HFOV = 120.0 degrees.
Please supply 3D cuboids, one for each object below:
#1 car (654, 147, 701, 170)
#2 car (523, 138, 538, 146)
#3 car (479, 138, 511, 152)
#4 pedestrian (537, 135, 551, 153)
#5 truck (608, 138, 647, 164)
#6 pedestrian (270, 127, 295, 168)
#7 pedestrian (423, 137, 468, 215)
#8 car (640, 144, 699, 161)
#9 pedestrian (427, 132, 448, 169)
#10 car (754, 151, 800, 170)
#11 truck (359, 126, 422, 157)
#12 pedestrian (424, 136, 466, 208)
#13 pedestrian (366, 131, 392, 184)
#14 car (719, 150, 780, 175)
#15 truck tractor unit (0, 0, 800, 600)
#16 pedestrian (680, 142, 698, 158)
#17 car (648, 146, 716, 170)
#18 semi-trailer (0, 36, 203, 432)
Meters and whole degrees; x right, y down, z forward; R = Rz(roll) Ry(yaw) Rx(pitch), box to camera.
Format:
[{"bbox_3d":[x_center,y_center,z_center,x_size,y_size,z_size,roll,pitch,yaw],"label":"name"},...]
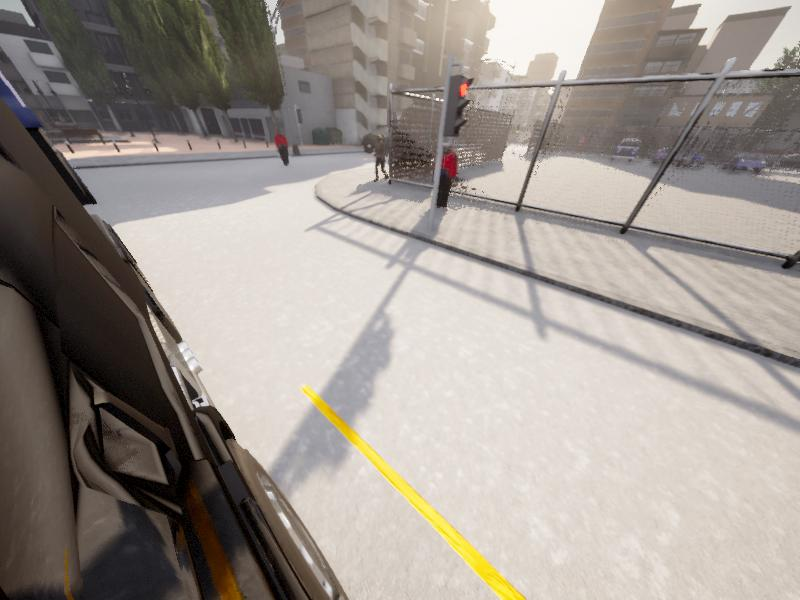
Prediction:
[{"bbox_3d":[26.822,-13.869,22.513,2.033,1.415,5.357,27,43,29],"label":"car"},{"bbox_3d":[31.066,-37.675,54.926,1.970,1.475,3.806,27,43,29],"label":"car"},{"bbox_3d":[12.965,-21.016,31.256,2.033,1.411,5.357,27,43,29],"label":"car"},{"bbox_3d":[18.729,-20.271,30.035,0.751,1.860,0.751,-27,46,-33],"label":"pedestrian"},{"bbox_3d":[23.853,-15.778,24.343,2.069,2.038,4.478,27,43,29],"label":"truck"},{"bbox_3d":[-6.603,-8.552,13.008,0.751,1.860,0.751,-16,41,-23],"label":"pedestrian"},{"bbox_3d":[1.269,-3.592,6.731,0.751,1.860,0.751,27,43,29],"label":"pedestrian"},{"bbox_3d":[36.467,-20.113,31.461,4.902,1.511,2.128,26,43,28],"label":"car"},{"bbox_3d":[2.308,-9.330,14.425,0.751,1.860,0.751,30,45,31],"label":"pedestrian"},{"bbox_3d":[44.926,-15.745,26.211,4.892,1.490,1.837,26,43,28],"label":"car"},{"bbox_3d":[-0.752,-15.289,22.181,2.390,2.098,6.274,27,43,29],"label":"truck"},{"bbox_3d":[1.388,-4.026,7.315,0.751,1.860,0.751,28,44,30],"label":"pedestrian"},{"bbox_3d":[-0.877,-6.157,10.004,0.751,1.860,0.751,22,41,24],"label":"pedestrian"},{"bbox_3d":[30.726,-12.229,20.480,1.845,1.501,3.633,27,43,29],"label":"car"},{"bbox_3d":[-2.645,-0.295,0.351,6.516,4.208,3.053,28,44,30],"label":"truck tractor unit"},{"bbox_3d":[42.206,-21.929,33.738,0.751,1.860,0.751,27,43,29],"label":"pedestrian"},{"bbox_3d":[26.901,-13.763,22.259,3.705,1.547,1.789,27,43,29],"label":"car"},{"bbox_3d":[-8.762,-3.567,4.155,14.254,4.402,2.717,27,43,29],"label":"semi-trailer"}]
